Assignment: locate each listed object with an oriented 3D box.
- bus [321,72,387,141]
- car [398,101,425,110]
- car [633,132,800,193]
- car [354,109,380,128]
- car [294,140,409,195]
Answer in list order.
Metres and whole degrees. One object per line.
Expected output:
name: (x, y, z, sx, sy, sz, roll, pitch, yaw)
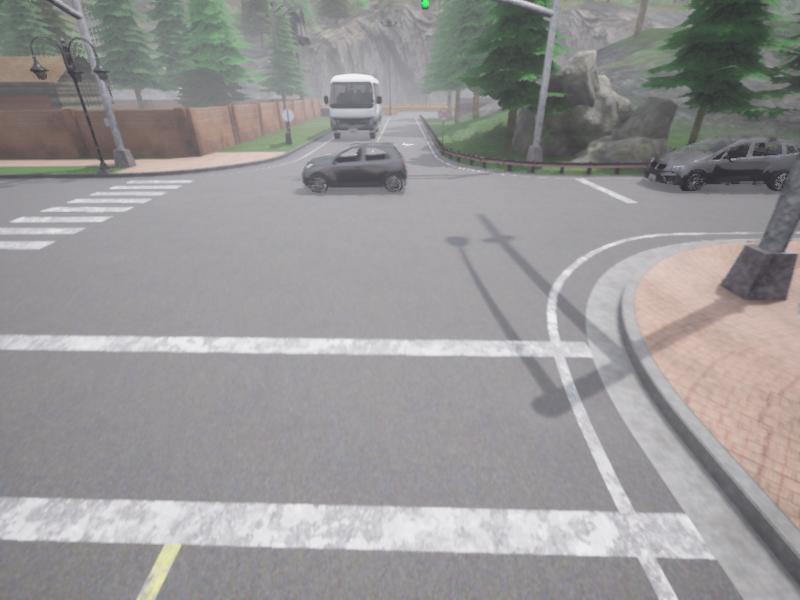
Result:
bus: (-3.190, -15.468, 31.865, 3.944, 4.253, 10.273, 0, 27, 0)
car: (2.271, -38.642, 79.576, 5.366, 1.575, 1.801, -1, 27, 0)
car: (11.248, -4.846, 13.999, 4.611, 1.667, 2.242, -1, 27, 0)
car: (-3.261, -18.401, 40.517, 2.128, 1.511, 4.902, 0, 27, 0)
car: (-1.555, -4.610, 13.811, 3.633, 1.501, 1.845, -1, 27, -2)
